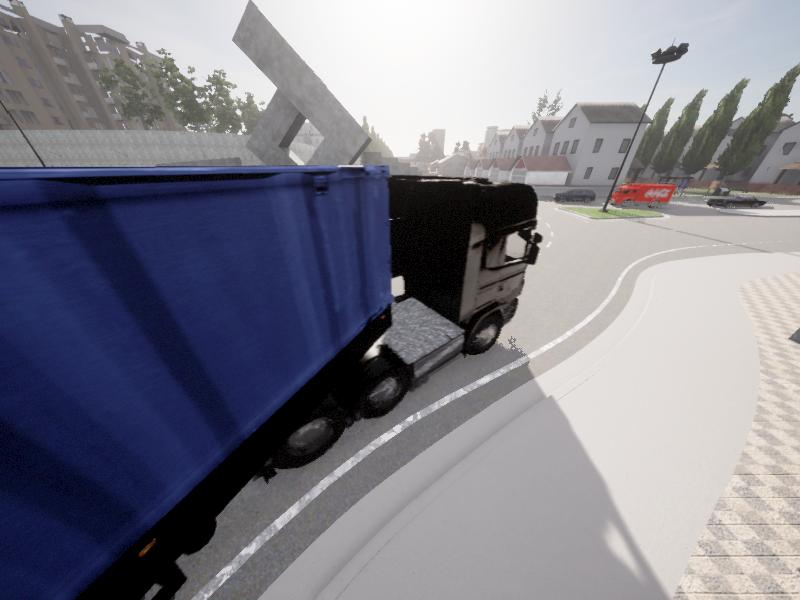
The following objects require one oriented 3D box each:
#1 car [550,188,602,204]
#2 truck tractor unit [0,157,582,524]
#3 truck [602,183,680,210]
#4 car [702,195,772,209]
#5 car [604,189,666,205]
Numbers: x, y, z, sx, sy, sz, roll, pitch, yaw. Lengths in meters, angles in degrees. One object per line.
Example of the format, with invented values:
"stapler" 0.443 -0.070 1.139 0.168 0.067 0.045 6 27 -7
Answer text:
"car" 23.191 -13.889 30.739 4.856 1.649 2.033 7 31 11
"truck tractor unit" -0.166 -0.391 4.761 6.516 4.208 3.053 -20 36 -30
"truck" 27.600 -12.070 26.764 5.204 2.467 2.627 4 30 6
"car" 38.468 -11.249 26.499 4.718 1.301 1.895 0 30 0
"car" 30.094 -13.317 29.734 5.238 1.638 1.930 2 30 4
